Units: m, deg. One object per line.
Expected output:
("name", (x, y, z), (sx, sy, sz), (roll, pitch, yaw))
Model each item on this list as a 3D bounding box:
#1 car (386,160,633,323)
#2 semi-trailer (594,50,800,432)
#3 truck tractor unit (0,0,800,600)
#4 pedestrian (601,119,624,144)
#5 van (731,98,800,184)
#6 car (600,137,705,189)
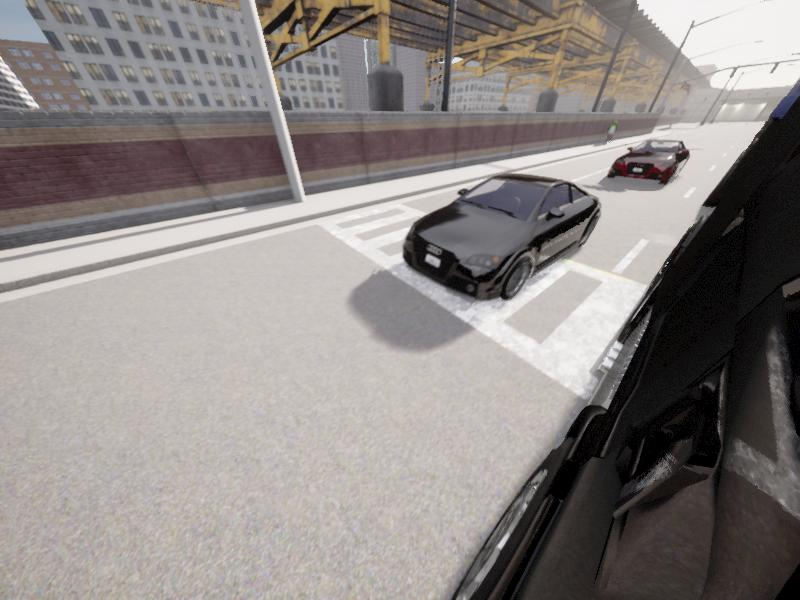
("car", (2.057, -1.516, 4.327), (4.181, 1.385, 1.994), (-26, 44, -28))
("semi-trailer", (8.827, -3.492, 4.129), (14.254, 4.402, 2.717), (-27, 45, -29))
("truck tractor unit", (2.645, -0.295, 0.352), (6.516, 4.208, 3.053), (-28, 44, -30))
("pedestrian", (19.570, -15.536, 21.315), (0.751, 1.860, 0.751), (-24, 43, -27))
("van", (16.936, -6.892, 9.863), (5.915, 2.561, 1.988), (-27, 44, -30))
("car", (10.845, -6.039, 9.923), (4.181, 1.385, 1.994), (-27, 44, -30))
